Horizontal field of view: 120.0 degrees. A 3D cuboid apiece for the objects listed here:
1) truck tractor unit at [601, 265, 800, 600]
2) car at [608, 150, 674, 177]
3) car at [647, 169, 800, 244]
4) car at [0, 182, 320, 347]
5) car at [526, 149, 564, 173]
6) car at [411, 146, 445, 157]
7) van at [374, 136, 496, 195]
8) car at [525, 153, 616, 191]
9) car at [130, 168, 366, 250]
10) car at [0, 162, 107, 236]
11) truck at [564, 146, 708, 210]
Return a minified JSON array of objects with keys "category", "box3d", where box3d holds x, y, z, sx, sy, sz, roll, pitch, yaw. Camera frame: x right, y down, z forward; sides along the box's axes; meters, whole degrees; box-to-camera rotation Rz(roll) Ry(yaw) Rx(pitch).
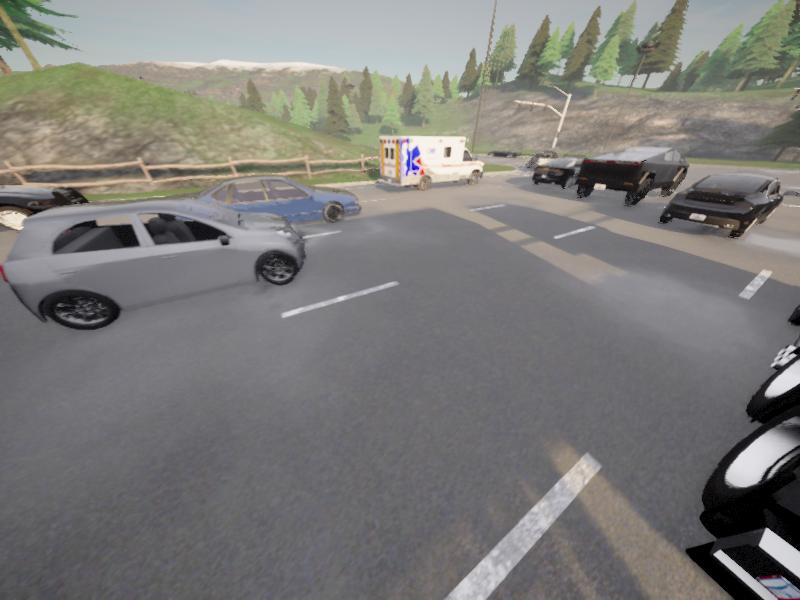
[{"category":"truck tractor unit","box3d":[5.123,-0.284,0.788,6.516,4.208,3.053,-18,39,-24]},{"category":"car","box3d":[20.435,-11.838,19.895,1.851,1.617,3.988,7,35,9]},{"category":"car","box3d":[10.690,-3.259,7.529,4.892,1.490,1.837,-17,39,-25]},{"category":"car","box3d":[-3.606,-0.966,4.038,3.633,1.501,1.845,-18,39,-24]},{"category":"car","box3d":[13.289,-13.015,21.507,1.851,1.617,3.988,9,36,12]},{"category":"car","box3d":[4.746,-25.595,39.703,5.357,1.411,2.033,24,41,30]},{"category":"van","box3d":[1.979,-7.740,13.063,6.366,2.431,2.351,-18,39,-24]},{"category":"car","box3d":[10.331,-7.853,14.012,5.238,1.638,1.930,-18,39,-26]},{"category":"car","box3d":[-4.000,-3.087,7.204,5.357,1.411,2.033,-18,39,-24]},{"category":"car","box3d":[-12.665,-2.699,6.329,5.238,1.638,1.930,-17,39,-25]},{"category":"truck","box3d":[11.170,-5.999,10.951,6.274,2.098,2.390,-19,39,-25]}]
